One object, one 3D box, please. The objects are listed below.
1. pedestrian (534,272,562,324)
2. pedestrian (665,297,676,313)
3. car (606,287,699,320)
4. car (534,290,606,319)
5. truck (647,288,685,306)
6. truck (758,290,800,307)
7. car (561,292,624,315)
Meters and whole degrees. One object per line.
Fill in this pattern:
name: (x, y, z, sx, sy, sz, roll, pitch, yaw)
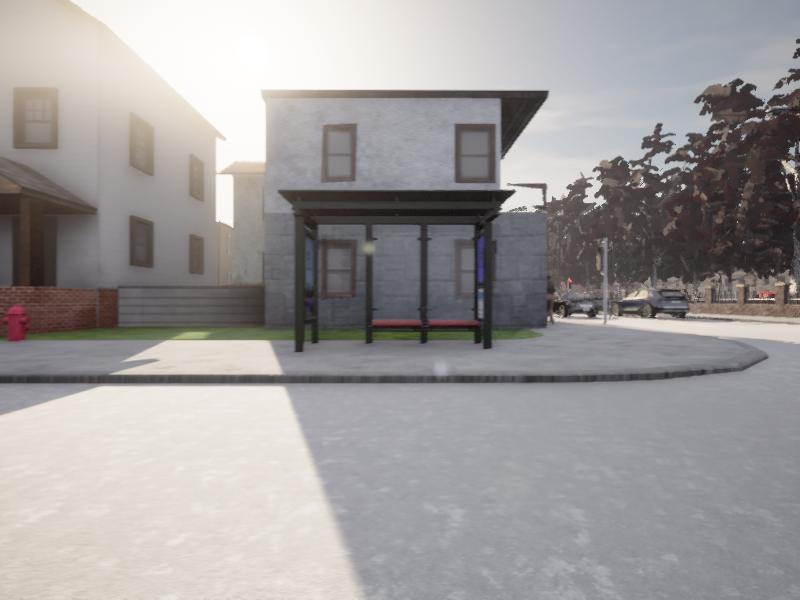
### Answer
pedestrian: (5.493, -0.073, 14.873, 0.751, 1.860, 0.751, 0, 0, 0)
pedestrian: (18.125, 0.322, 26.815, 0.500, 1.100, 0.500, 0, 0, 26)
car: (14.002, 0.183, 22.621, 2.033, 1.649, 4.856, 0, 0, -2)
car: (9.814, 0.241, 23.550, 2.128, 1.511, 4.902, 0, 0, 0)
truck: (58.863, -0.677, 88.778, 2.891, 3.827, 8.468, 0, 0, 0)
truck: (59.001, -0.209, 61.824, 2.627, 2.467, 5.204, 0, 0, 0)
car: (14.040, 0.243, 29.542, 2.128, 1.511, 4.902, 0, 0, -3)
